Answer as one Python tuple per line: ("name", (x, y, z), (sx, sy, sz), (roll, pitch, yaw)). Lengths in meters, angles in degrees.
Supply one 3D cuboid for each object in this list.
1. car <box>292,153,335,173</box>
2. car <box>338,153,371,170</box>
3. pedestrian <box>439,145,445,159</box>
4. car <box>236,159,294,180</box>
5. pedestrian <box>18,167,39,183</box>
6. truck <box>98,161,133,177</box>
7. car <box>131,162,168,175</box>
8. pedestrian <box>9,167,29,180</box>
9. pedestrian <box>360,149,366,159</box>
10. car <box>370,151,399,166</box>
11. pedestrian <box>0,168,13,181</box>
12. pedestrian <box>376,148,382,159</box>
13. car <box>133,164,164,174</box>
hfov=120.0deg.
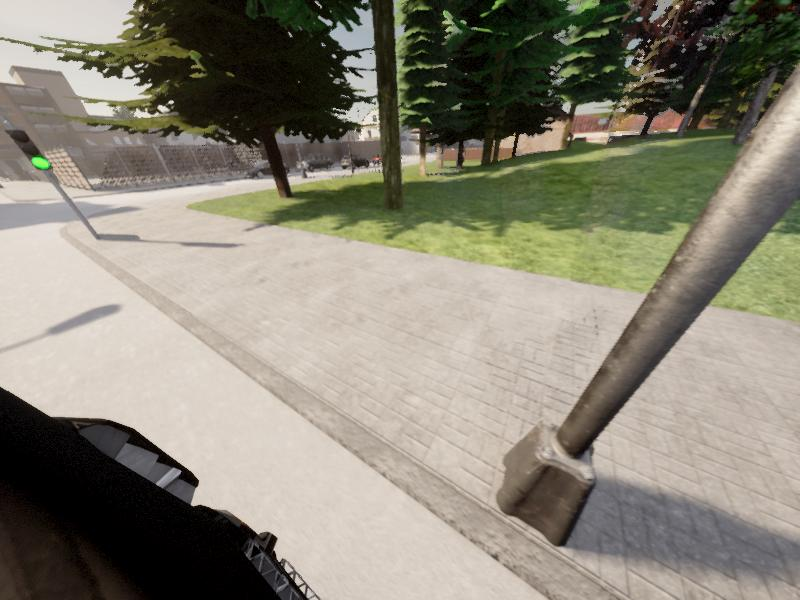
("car", (-10.756, -17.396, 29.201), (1.932, 1.855, 4.605), (17, 38, 27))
("car", (-5.716, -17.777, 29.623), (1.851, 1.617, 3.988), (17, 39, 27))
("pedestrian", (6.850, -24.271, 37.928), (0.751, 1.860, 0.751), (12, 36, 21))
("car", (-14.261, -14.010, 24.737), (1.837, 1.490, 4.892), (17, 38, 27))
("pedestrian", (-53.342, -17.950, 33.149), (0.751, 1.860, 0.751), (20, 40, 30))
("truck", (-46.260, -21.280, 37.543), (4.478, 2.038, 2.069), (17, 38, 27))
("car", (-43.783, -23.052, 40.444), (1.789, 1.547, 3.705), (17, 38, 27))
("pedestrian", (-66.993, -22.222, 40.612), (0.751, 1.860, 0.751), (-11, 34, -11))
("pedestrian", (-8.353, -33.113, 52.380), (0.751, 1.860, 0.751), (14, 37, 24))
("car", (-2.195, -20.902, 34.112), (2.007, 1.525, 4.514), (16, 38, 26))
("pedestrian", (-70.060, -22.150, 40.744), (0.751, 1.860, 0.751), (6, 35, 14))
("pedestrian", (-4.401, -30.720, 48.477), (0.751, 1.860, 0.751), (19, 39, 29))
("car", (-44.035, -22.923, 40.399), (5.357, 1.415, 2.033), (17, 38, 27))
